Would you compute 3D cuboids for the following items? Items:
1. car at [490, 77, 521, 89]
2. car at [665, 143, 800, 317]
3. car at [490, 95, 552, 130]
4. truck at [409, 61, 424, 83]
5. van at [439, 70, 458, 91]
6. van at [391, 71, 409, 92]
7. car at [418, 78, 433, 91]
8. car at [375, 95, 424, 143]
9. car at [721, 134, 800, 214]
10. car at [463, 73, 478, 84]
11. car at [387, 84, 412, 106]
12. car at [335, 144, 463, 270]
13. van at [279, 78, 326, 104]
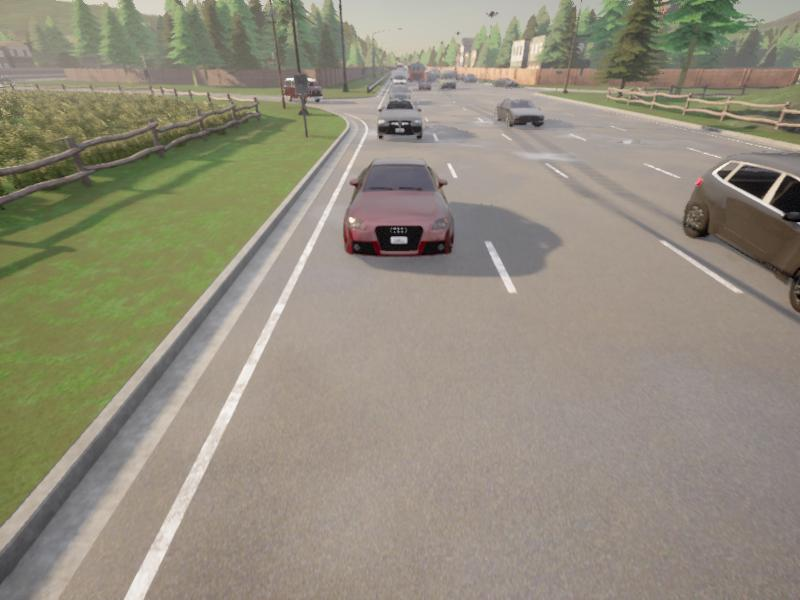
[{"bbox_3d":[16.528,-34.158,62.983,2.033,1.411,5.357,-10,32,-16],"label":"car"},{"bbox_3d":[6.840,-1.250,6.476,2.242,1.667,4.611,3,30,5],"label":"car"},{"bbox_3d":[6.991,-11.196,23.746,2.033,1.411,5.357,0,30,0],"label":"car"},{"bbox_3d":[3.466,-48.485,85.058,2.891,3.827,8.468,0,30,0],"label":"truck"},{"bbox_3d":[6.978,-32.139,58.405,1.988,2.561,5.915,0,30,0],"label":"van"},{"bbox_3d":[-0.019,-30.783,56.198,2.351,2.431,6.366,0,30,0],"label":"van"},{"bbox_3d":[3.481,-30.106,55.931,1.845,1.501,3.633,0,30,0],"label":"car"},{"bbox_3d":[-0.006,-9.196,20.105,2.152,1.651,5.027,0,30,0],"label":"car"},{"bbox_3d":[10.494,-2.642,9.126,2.033,1.411,5.357,0,30,0],"label":"car"},{"bbox_3d":[13.974,-44.034,79.472,2.097,1.767,4.553,0,30,0],"label":"car"},{"bbox_3d":[-0.012,-19.042,37.070,2.163,1.488,4.792,0,30,0],"label":"car"},{"bbox_3d":[-0.027,-2.166,8.341,1.994,1.385,4.181,0,30,0],"label":"car"},{"bbox_3d":[-9.274,-19.919,38.020,2.069,2.038,4.480,-27,39,-37],"label":"van"}]
